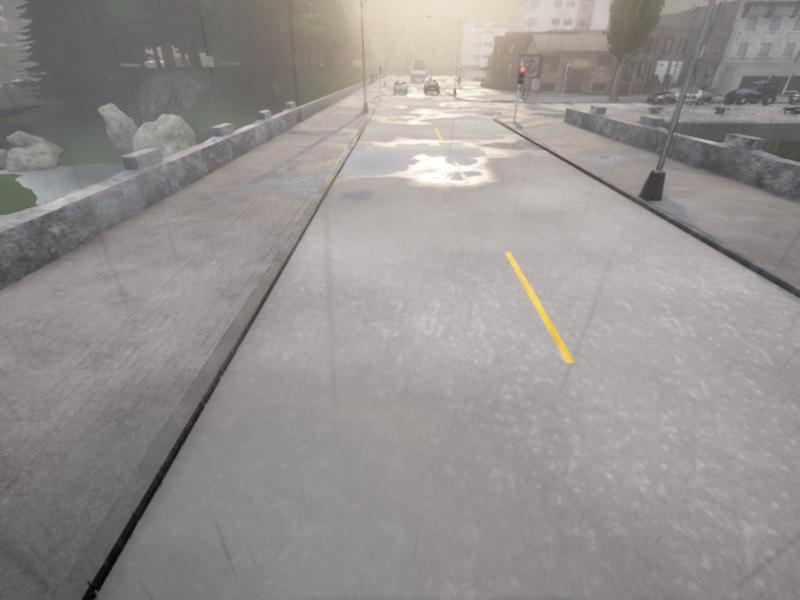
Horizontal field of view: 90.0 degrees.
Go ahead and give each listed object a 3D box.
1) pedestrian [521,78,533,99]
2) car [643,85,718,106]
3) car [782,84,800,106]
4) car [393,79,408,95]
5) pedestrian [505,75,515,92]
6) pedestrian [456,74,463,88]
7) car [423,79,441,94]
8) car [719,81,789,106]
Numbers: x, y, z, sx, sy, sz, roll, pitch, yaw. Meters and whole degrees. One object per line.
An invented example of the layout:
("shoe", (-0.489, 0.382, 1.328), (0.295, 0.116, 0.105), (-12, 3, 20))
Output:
("pedestrian", (12.929, -21.547, 40.775), (0.751, 1.860, 0.751), (5, 31, 9))
("car", (24.933, -18.245, 35.723), (4.974, 1.542, 2.038), (0, 30, 0))
("car", (37.934, -18.293, 35.716), (5.027, 1.651, 2.152), (0, 30, 0))
("car", (0.073, -27.052, 50.718), (1.851, 1.617, 3.988), (0, 30, 0))
("pedestrian", (14.669, -28.766, 53.154), (0.751, 1.860, 0.751), (-11, 32, -18))
("pedestrian", (9.245, -34.200, 62.448), (0.751, 1.860, 0.751), (-2, 30, -3))
("car", (4.126, -28.193, 52.738), (2.038, 1.542, 4.974), (0, 30, 0))
("car", (31.441, -18.410, 35.649), (3.866, 1.878, 1.905), (0, 30, 0))
